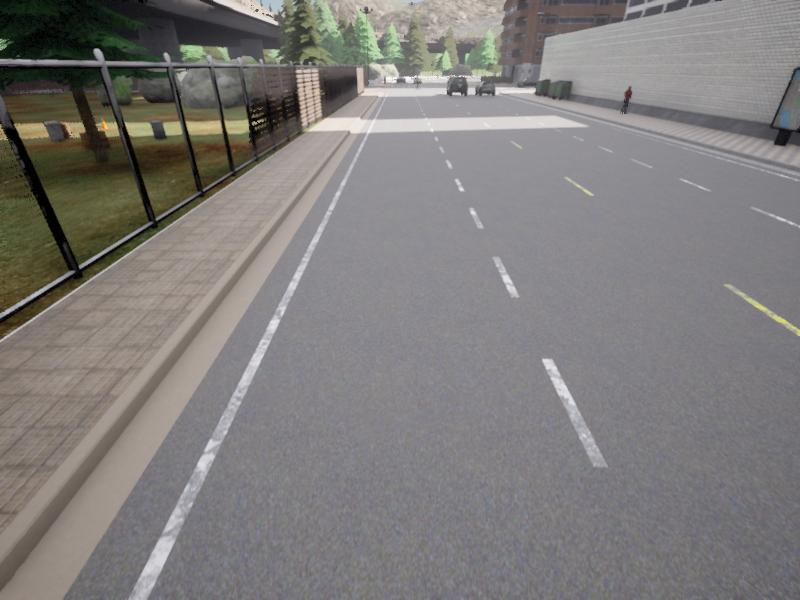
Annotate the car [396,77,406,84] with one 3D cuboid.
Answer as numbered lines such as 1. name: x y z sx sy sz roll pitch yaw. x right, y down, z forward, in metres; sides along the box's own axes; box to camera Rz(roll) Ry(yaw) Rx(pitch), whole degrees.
1. car: 0.239 -47.353 86.275 1.895 1.301 4.718 2 30 3

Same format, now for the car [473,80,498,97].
1. car: 10.583 -26.323 49.679 2.033 1.649 4.856 0 30 0

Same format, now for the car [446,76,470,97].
1. car: 7.082 -26.528 49.651 2.150 2.045 5.566 0 30 0

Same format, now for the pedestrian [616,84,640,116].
1. pedestrian: 15.438 -13.580 27.150 0.751 1.860 0.751 2 30 3

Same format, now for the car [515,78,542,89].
1. car: 21.540 -36.403 67.159 3.705 1.549 1.789 0 30 0

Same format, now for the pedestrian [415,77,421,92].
1. pedestrian: 2.544 -31.110 57.809 0.751 1.860 0.751 -3 30 -5
